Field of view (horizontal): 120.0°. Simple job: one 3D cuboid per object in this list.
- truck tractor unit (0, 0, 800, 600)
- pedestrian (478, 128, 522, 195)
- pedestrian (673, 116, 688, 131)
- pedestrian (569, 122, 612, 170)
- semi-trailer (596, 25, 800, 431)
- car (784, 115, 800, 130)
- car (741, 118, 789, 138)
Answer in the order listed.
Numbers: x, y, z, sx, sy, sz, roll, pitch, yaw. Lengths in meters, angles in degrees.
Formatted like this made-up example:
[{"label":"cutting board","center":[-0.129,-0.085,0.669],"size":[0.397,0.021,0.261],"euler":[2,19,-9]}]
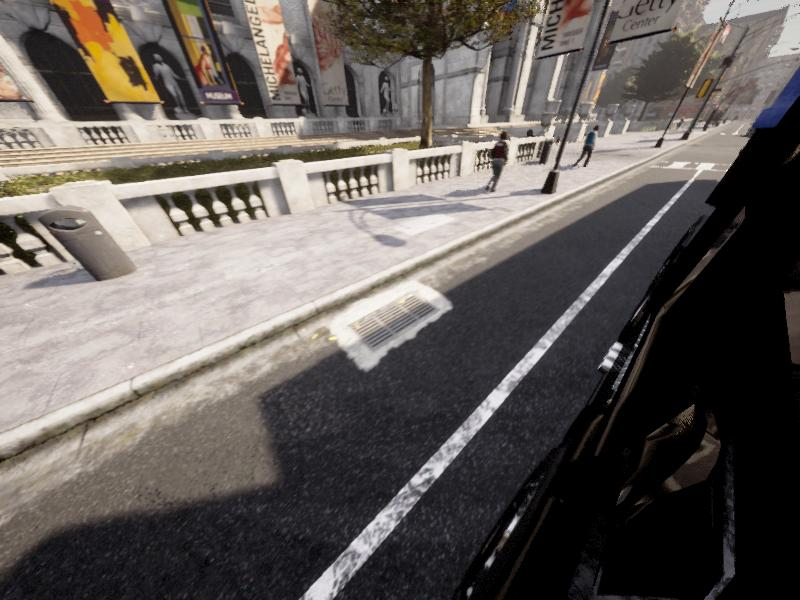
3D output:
[{"label":"truck tractor unit","center":[2.645,-0.295,0.351],"size":[6.516,4.208,3.053],"euler":[-28,44,-30]},{"label":"pedestrian","center":[3.386,-4.752,7.978],"size":[0.751,1.860,0.751],"euler":[-26,43,-28]},{"label":"pedestrian","center":[44.440,-27.965,36.599],"size":[0.751,1.860,0.751],"euler":[-30,45,-32]},{"label":"pedestrian","center":[9.290,-7.549,11.367],"size":[0.751,1.860,0.751],"euler":[-10,37,-10]},{"label":"semi-trailer","center":[8.811,-3.514,4.132],"size":[14.254,4.402,2.717],"euler":[-27,43,-29]},{"label":"car","center":[55.942,-24.772,32.171],"size":[5.008,1.535,1.882],"euler":[-28,44,-30]},{"label":"car","center":[39.029,-18.492,24.808],"size":[4.902,1.511,2.128],"euler":[-28,44,-30]}]
